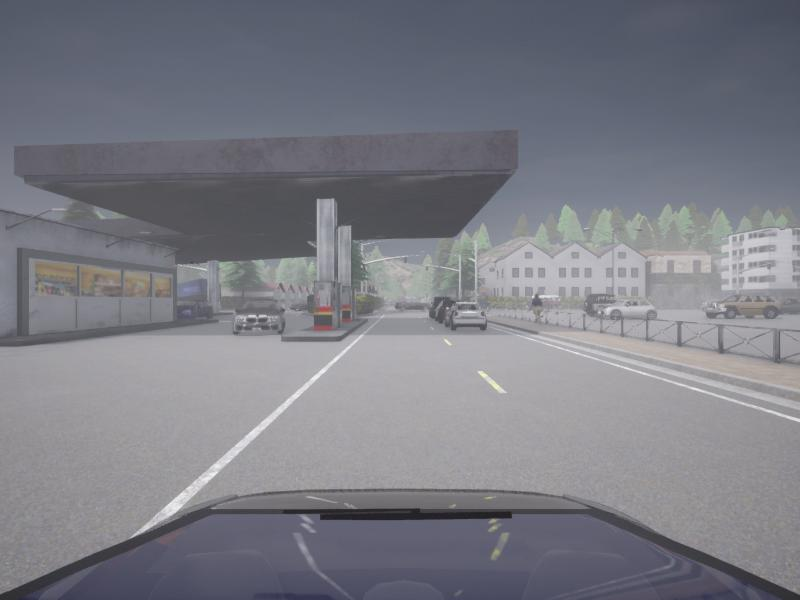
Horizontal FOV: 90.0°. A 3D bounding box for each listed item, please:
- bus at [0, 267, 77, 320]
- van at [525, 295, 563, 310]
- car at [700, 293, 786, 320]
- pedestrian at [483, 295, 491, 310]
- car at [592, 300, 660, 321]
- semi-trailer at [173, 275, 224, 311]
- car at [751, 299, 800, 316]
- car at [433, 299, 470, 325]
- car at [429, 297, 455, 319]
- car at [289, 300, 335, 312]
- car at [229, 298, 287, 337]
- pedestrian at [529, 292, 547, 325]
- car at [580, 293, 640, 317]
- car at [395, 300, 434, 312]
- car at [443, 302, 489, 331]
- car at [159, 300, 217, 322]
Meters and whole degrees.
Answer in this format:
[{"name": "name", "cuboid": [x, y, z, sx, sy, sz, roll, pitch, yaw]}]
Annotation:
[{"name": "bus", "cuboid": [-33.989, -0.535, 34.428, 3.944, 4.253, 10.273, 0, 0, 0]}, {"name": "van", "cuboid": [19.682, 0.380, 54.917, 4.480, 2.038, 2.069, 0, 0, -4]}, {"name": "car", "cuboid": [24.737, 0.441, 28.980, 4.605, 1.855, 1.932, 0, 0, 0]}, {"name": "pedestrian", "cuboid": [10.323, 0.293, 47.442, 0.751, 1.860, 0.751, 0, 0, -15]}, {"name": "car", "cuboid": [16.258, 0.704, 28.912, 3.806, 1.475, 1.970, 0, 0, 0]}, {"name": "semi-trailer", "cuboid": [-29.776, -0.825, 58.549, 2.717, 4.402, 14.254, -8, 3, -41]}, {"name": "car", "cuboid": [34.723, 0.641, 35.957, 4.514, 1.523, 2.007, 0, 0, 0]}, {"name": "car", "cuboid": [3.572, 0.778, 28.533, 2.033, 1.649, 4.856, 0, 0, 0]}, {"name": "car", "cuboid": [3.589, 0.646, 34.986, 1.905, 1.878, 3.866, 0, 0, 0]}, {"name": "car", "cuboid": [-11.219, 0.738, 51.296, 5.357, 1.411, 2.033, -1, 0, 0]}, {"name": "car", "cuboid": [-6.742, 0.756, 19.495, 2.242, 1.667, 4.611, 0, 0, -14]}, {"name": "pedestrian", "cuboid": [7.787, 0.485, 22.627, 0.751, 1.860, 0.751, 0, 0, 0]}, {"name": "car", "cuboid": [16.857, 0.420, 32.239, 3.866, 1.878, 1.905, 0, 0, 0]}, {"name": "car", "cuboid": [1.769, 0.745, 51.349, 4.902, 1.511, 2.128, -1, 0, 0]}, {"name": "car", "cuboid": [3.559, 0.853, 22.210, 1.970, 1.475, 3.806, 0, 0, 0]}, {"name": "car", "cuboid": [-17.145, 0.824, 32.665, 2.242, 1.667, 4.611, 0, 0, 0]}]
